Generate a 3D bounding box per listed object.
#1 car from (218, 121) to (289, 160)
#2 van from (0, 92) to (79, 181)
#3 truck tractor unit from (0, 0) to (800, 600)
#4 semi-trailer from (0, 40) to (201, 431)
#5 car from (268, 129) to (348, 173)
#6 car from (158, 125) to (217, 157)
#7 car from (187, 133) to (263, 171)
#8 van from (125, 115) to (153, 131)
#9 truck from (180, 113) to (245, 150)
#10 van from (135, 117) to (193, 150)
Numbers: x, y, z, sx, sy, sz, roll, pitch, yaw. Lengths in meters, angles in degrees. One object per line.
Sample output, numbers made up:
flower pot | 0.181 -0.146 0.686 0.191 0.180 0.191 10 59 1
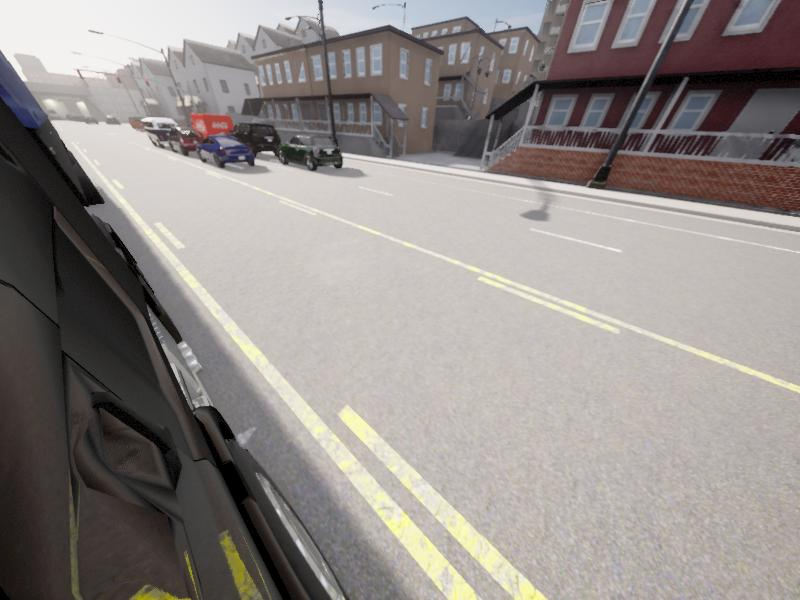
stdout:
car | -11.112 -12.157 17.488 5.566 2.045 2.150 28 44 30
van | -16.316 -6.982 9.790 5.915 2.561 1.988 27 43 30
truck tractor unit | -2.645 -0.295 0.351 6.516 4.208 3.053 28 44 30
semi-trailer | -8.679 -3.619 4.244 14.254 4.402 2.717 28 44 30
car | -5.570 -9.105 13.983 4.553 1.767 2.097 28 44 30
car | -15.482 -11.596 16.815 3.988 1.617 1.851 28 44 30
car | -10.242 -8.717 13.447 4.674 1.442 1.812 28 44 30
van | -44.008 -29.785 38.951 4.442 1.987 1.775 28 43 29
truck | -17.186 -15.501 21.208 5.204 2.467 2.627 29 44 31
van | -20.173 -14.282 19.737 4.480 2.038 2.069 28 44 30
